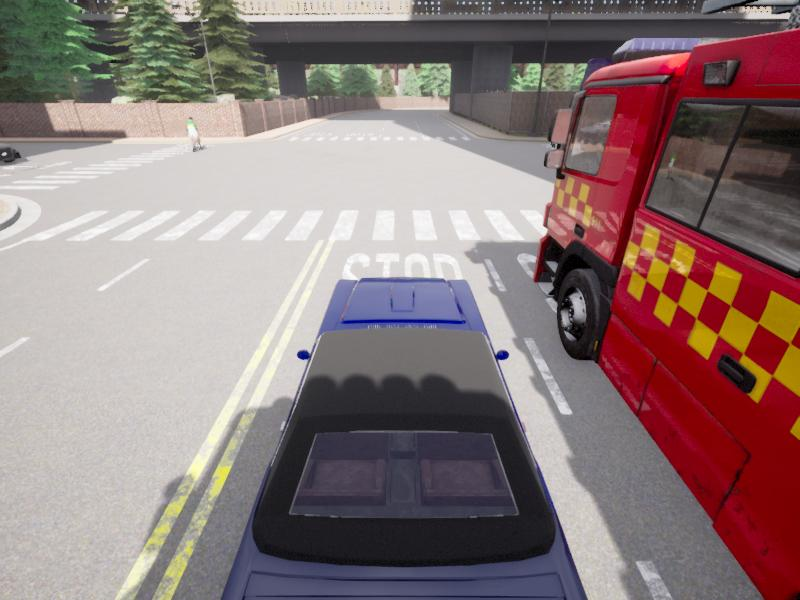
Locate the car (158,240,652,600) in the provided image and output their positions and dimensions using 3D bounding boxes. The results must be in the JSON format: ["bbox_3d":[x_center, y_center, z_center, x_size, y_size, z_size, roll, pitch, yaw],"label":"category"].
[{"bbox_3d":[0.026,0.860,3.527,1.895,1.301,4.718,0,27,0],"label":"car"}]

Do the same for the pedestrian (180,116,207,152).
[{"bbox_3d":[-11.902,-9.605,23.117,0.751,1.860,0.751,1,27,1],"label":"pedestrian"}]

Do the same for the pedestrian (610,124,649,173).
[{"bbox_3d":[9.567,-6.331,16.740,0.751,1.860,0.751,0,27,1],"label":"pedestrian"}]

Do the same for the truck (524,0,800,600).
[{"bbox_3d":[3.527,0.164,2.115,2.891,3.827,8.468,0,27,0],"label":"truck"}]

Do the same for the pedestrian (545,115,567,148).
[{"bbox_3d":[9.544,-10.319,24.508,0.751,1.860,0.751,0,27,0],"label":"pedestrian"}]

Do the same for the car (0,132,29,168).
[{"bbox_3d":[-20.351,-6.923,18.486,4.181,1.385,1.994,-1,27,-1],"label":"car"}]

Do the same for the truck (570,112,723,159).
[{"bbox_3d":[12.899,-8.836,21.410,6.274,2.098,2.390,0,27,-1],"label":"truck"}]
